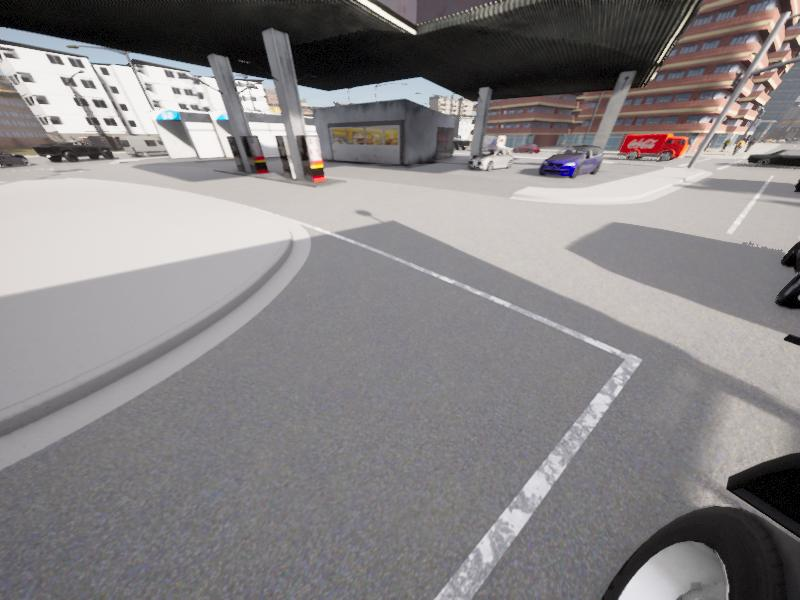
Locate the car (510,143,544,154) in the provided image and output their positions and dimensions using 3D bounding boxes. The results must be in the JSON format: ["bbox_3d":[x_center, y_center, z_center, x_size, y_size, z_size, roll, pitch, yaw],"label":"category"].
[{"bbox_3d":[20.653,-24.720,37.668,1.994,1.385,4.181,-22,41,-28],"label":"car"}]

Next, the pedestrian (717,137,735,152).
[{"bbox_3d":[49.491,-23.538,35.027,0.751,1.860,0.751,-23,41,-29],"label":"pedestrian"}]

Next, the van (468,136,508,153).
[{"bbox_3d":[16.081,-28.758,42.513,2.351,2.431,6.366,-23,41,-29],"label":"van"}]

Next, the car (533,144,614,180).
[{"bbox_3d":[11.267,-9.073,15.059,4.611,1.667,2.242,-22,41,-28],"label":"car"}]

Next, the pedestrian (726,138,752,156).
[{"bbox_3d":[42.169,-19.045,28.727,0.751,1.860,0.751,5,36,7],"label":"pedestrian"}]

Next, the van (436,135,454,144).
[{"bbox_3d":[16.015,-57.373,82.601,6.366,2.431,2.351,-23,41,-27],"label":"van"}]

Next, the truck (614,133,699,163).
[{"bbox_3d":[27.410,-16.458,24.950,2.627,2.467,5.204,-23,41,-29],"label":"truck"}]

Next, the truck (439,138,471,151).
[{"bbox_3d":[11.231,-32.443,48.063,2.390,2.098,6.274,-23,41,-29],"label":"truck"}]

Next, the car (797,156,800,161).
[{"bbox_3d":[44.487,-15.790,24.382,4.605,1.855,1.932,-22,41,-28],"label":"car"}]

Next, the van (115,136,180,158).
[{"bbox_3d":[-37.316,-22.919,34.504,1.988,2.561,5.915,9,36,13],"label":"van"}]

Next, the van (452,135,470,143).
[{"bbox_3d":[22.783,-60.236,86.363,6.366,2.431,2.351,-23,41,-27],"label":"van"}]

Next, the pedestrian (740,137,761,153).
[{"bbox_3d":[49.564,-21.867,32.681,0.751,1.860,0.751,-29,44,-35],"label":"pedestrian"}]

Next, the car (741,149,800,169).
[{"bbox_3d":[32.703,-11.706,19.175,1.895,1.301,4.718,-22,41,-28],"label":"car"}]

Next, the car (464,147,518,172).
[{"bbox_3d":[7.339,-11.383,18.643,3.806,1.475,1.970,-22,41,-28],"label":"car"}]

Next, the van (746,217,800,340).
[{"bbox_3d":[7.550,-0.776,3.191,4.480,2.038,2.069,-22,41,-28],"label":"van"}]

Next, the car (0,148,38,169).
[{"bbox_3d":[-38.385,-13.550,22.090,1.845,1.501,3.633,-7,36,-10],"label":"car"}]

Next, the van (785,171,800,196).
[{"bbox_3d":[20.203,-5.939,10.435,4.480,2.038,2.069,-22,41,-28],"label":"van"}]

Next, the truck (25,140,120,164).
[{"bbox_3d":[-38.938,-17.996,27.911,2.390,2.098,6.274,0,35,0],"label":"truck"}]

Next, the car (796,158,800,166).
[{"bbox_3d":[38.577,-13.378,21.000,4.605,1.855,1.932,-22,41,-28],"label":"car"}]
